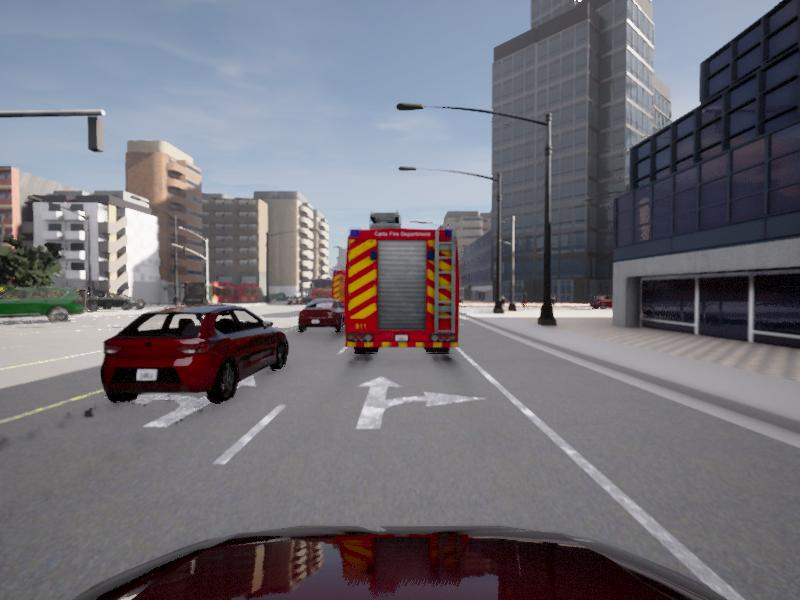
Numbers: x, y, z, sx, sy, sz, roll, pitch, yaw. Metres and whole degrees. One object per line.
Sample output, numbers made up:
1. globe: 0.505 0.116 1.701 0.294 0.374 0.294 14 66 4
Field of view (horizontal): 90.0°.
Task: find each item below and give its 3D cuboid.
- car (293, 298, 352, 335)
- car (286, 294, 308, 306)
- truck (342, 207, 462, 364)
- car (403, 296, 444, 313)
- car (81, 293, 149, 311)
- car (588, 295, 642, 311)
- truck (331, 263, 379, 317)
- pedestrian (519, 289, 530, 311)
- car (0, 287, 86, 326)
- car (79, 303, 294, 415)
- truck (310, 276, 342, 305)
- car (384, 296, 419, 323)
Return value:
1. car: -3.441 0.667 18.623 1.812 1.442 4.674 0 1 0
2. car: -13.821 -0.045 53.978 1.970 1.475 3.806 0 1 0
3. truck: 0.061 -0.429 13.963 2.891 3.827 8.468 0 1 0
4. car: 2.149 0.357 35.469 1.994 1.385 4.181 0 1 29
5. car: -27.671 0.146 38.942 5.027 1.651 2.152 0 1 1
6. car: 20.604 0.228 38.418 4.193 1.474 1.816 0 1 1
7. truck: -3.388 -0.799 32.342 2.891 3.827 8.468 0 1 0
8. pedestrian: 10.644 -0.035 34.131 0.751 1.860 0.751 1 2 28
9. car: -21.331 0.310 22.550 5.566 2.045 2.150 -1 2 -42
10. car: -3.477 0.820 7.569 1.816 1.474 4.193 0 0 0
11. truck: -10.328 -1.252 56.621 2.891 3.827 8.468 0 1 0
12. car: 0.108 0.495 25.470 2.038 1.542 4.974 0 1 1
